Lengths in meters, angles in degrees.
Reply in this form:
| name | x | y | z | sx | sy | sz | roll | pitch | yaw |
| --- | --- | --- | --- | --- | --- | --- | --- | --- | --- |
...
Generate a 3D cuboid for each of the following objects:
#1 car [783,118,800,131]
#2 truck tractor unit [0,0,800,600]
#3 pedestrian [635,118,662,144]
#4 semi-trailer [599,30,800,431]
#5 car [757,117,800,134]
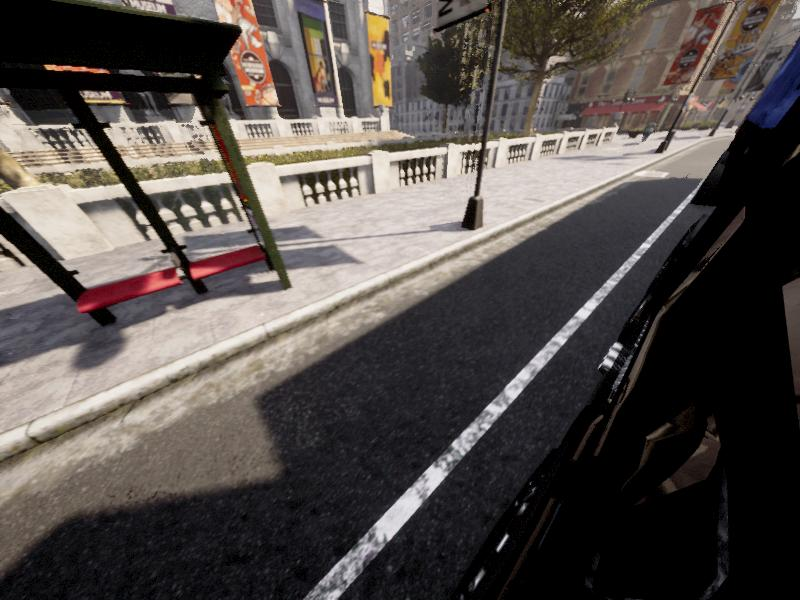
| name | x | y | z | sx | sy | sz | roll | pitch | yaw |
| --- | --- | --- | --- | --- | --- | --- | --- | --- | --- |
| car | 50.533 | -21.437 | 28.106 | 4.718 | 1.301 | 1.895 | -7 | 37 | -6 |
| truck tractor unit | 2.645 | -0.295 | 0.351 | 6.516 | 4.208 | 3.053 | -28 | 44 | -30 |
| pedestrian | 22.093 | -14.999 | 20.556 | 0.751 | 1.860 | 0.751 | -20 | 40 | -22 |
| semi-trailer | 8.636 | -3.641 | 4.297 | 14.254 | 4.402 | 2.717 | -29 | 44 | -30 |
| car | 45.043 | -20.345 | 26.873 | 4.674 | 1.452 | 2.002 | -13 | 38 | -14 |
